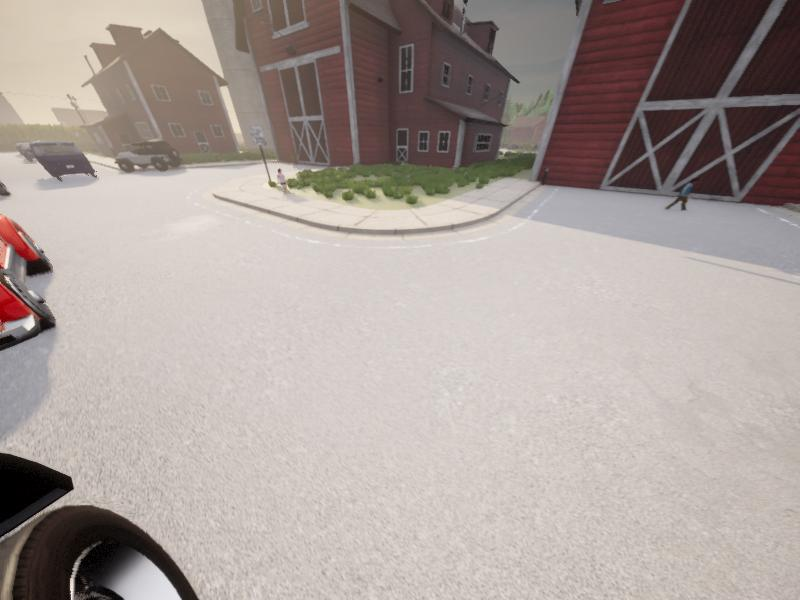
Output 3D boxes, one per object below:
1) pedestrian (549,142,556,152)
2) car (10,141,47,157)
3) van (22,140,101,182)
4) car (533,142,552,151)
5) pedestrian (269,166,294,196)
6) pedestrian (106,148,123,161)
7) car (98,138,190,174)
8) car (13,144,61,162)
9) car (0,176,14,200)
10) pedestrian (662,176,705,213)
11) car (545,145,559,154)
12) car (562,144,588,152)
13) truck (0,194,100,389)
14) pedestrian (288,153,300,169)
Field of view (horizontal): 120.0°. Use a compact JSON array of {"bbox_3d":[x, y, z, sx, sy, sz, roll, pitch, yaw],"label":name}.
[{"bbox_3d":[35.271,-35.344,53.418,0.751,1.860,0.751,23,41,29],"label":"pedestrian"},{"bbox_3d":[-50.066,-20.428,31.132,5.238,1.638,1.930,22,40,28],"label":"car"},{"bbox_3d":[-21.299,-8.835,14.551,4.442,1.987,1.775,22,41,28],"label":"van"},{"bbox_3d":[40.091,-43.209,65.050,3.866,1.878,1.905,23,40,28],"label":"car"},{"bbox_3d":[-5.177,-5.223,10.132,0.500,1.100,0.500,20,39,25],"label":"pedestrian"},{"bbox_3d":[-29.849,-15.269,24.190,0.500,1.100,0.500,5,35,6],"label":"pedestrian"},{"bbox_3d":[-18.958,-10.858,17.358,3.866,1.878,1.905,-5,41,-5],"label":"car"},{"bbox_3d":[-39.940,-16.225,25.387,4.792,1.488,2.163,22,40,28],"label":"car"},{"bbox_3d":[-18.980,-5.174,9.899,4.181,1.385,1.994,22,41,28],"label":"car"},{"bbox_3d":[10.348,-3.865,8.473,0.500,1.100,0.500,23,41,28],"label":"pedestrian"},{"bbox_3d":[33.623,-33.265,51.009,1.816,1.474,4.193,23,40,28],"label":"car"},{"bbox_3d":[47.127,-41.086,62.308,5.238,1.638,1.930,-2,35,-3],"label":"car"},{"bbox_3d":[-6.799,-0.646,2.644,5.204,2.467,2.627,22,40,28],"label":"truck"},{"bbox_3d":[-8.828,-11.599,19.246,0.500,1.100,0.500,21,40,27],"label":"pedestrian"}]
